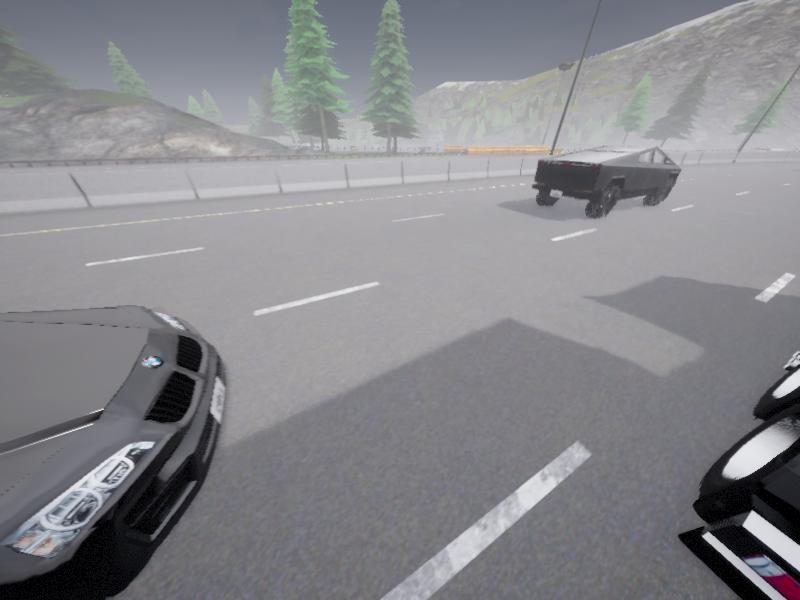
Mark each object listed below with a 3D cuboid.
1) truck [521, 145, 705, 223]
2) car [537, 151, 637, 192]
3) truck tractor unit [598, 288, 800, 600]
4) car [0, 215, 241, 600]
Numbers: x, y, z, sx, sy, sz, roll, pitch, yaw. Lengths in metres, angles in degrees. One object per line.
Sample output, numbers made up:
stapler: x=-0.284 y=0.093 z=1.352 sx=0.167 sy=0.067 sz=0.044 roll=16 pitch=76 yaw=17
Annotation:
truck: x=8.233 y=-4.793 z=9.069 sx=6.274 sy=2.098 sz=2.390 roll=-16 pitch=38 yaw=-22
car: x=10.862 y=-7.626 z=13.516 sx=4.611 sy=1.667 sz=2.242 roll=-16 pitch=38 yaw=-22
truck tractor unit: x=5.153 y=-0.256 z=0.715 sx=6.516 sy=4.208 sz=3.053 roll=-17 pitch=39 yaw=-22
car: x=-3.687 y=1.063 z=0.959 sx=4.611 sy=1.667 sz=2.242 roll=-16 pitch=38 yaw=-22
